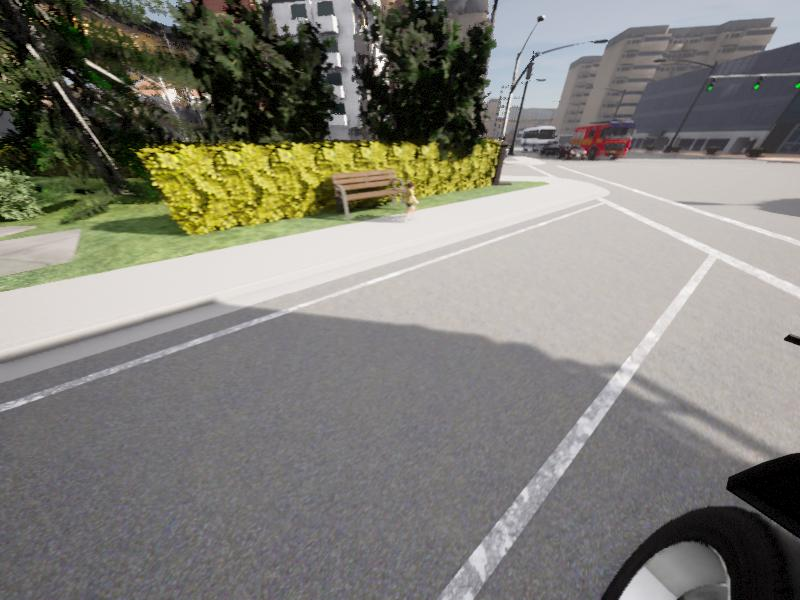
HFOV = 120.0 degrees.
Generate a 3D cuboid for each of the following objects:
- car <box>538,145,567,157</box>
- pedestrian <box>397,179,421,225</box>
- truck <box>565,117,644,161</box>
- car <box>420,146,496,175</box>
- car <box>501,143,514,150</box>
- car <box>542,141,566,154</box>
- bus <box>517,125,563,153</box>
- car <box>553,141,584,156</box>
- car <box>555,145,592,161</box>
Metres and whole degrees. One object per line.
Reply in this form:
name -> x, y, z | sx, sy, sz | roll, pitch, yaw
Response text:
car -> 21.705, -21.389, 33.102 | 1.994, 1.385, 4.181 | 6, 35, 9
pedestrian -> 0.245, -2.832, 6.659 | 0.500, 1.100, 0.500 | -16, 38, -21
truck -> 24.325, -19.647, 28.398 | 2.891, 3.827, 8.468 | 6, 35, 8
car -> 4.194, -10.421, 17.221 | 5.027, 1.651, 2.152 | 6, 36, 9
car -> 27.207, -38.967, 58.723 | 1.994, 1.385, 4.181 | 6, 35, 8
car -> 26.812, -26.783, 40.479 | 1.905, 1.878, 3.866 | 5, 35, 8
bus -> 28.543, -33.295, 47.895 | 3.944, 4.253, 10.273 | 3, 35, 5
car -> 25.783, -23.362, 35.574 | 2.097, 1.767, 4.553 | 6, 35, 8
car -> 20.430, -17.525, 27.412 | 1.970, 1.475, 3.806 | 6, 35, 9
